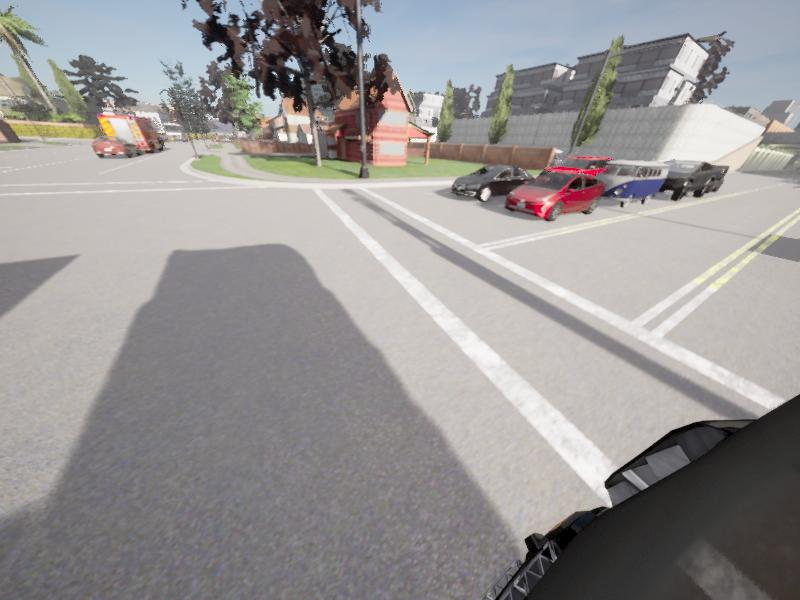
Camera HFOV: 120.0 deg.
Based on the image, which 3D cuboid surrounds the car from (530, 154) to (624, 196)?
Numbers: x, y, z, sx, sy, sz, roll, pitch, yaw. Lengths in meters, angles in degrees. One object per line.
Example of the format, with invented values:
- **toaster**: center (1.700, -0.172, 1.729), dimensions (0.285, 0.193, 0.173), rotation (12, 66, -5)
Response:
- **car**: center (11.607, -8.276, 15.199), dimensions (5.566, 2.045, 2.150), rotation (-16, 38, -25)

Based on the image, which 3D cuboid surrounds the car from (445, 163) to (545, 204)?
- **car**: center (4.952, -6.166, 12.056), dimensions (4.892, 1.490, 1.837), rotation (-16, 38, -26)

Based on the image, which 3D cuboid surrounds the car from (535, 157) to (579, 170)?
- **car**: center (24.894, -21.823, 36.853), dimensions (2.033, 1.411, 5.357), rotation (-16, 39, -26)

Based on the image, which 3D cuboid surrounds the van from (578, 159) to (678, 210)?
- **van**: center (11.805, -6.073, 12.010), dimensions (4.442, 1.987, 1.775), rotation (-16, 38, -26)

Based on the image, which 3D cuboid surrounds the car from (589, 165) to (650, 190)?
- **car**: center (17.386, -9.764, 18.358), dimensions (3.806, 1.475, 1.970), rotation (-17, 39, -26)

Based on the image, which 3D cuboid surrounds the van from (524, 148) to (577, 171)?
- **van**: center (22.250, -21.066, 34.507), dimensions (1.988, 2.561, 5.915), rotation (-16, 38, -26)

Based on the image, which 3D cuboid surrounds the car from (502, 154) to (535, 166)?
- **car**: center (21.334, -25.381, 41.746), dimensions (1.837, 1.490, 4.892), rotation (-16, 39, -26)

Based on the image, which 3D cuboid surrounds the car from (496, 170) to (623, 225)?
- **car**: center (6.490, -4.357, 9.470), dimensions (4.514, 1.525, 2.007), rotation (-16, 38, -26)

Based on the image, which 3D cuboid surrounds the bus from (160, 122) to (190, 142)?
- **bus**: center (-65.730, -49.273, 67.870), dimensions (3.944, 4.253, 10.273), rotation (-17, 39, -27)

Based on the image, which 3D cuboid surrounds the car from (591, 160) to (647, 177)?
- **car**: center (29.134, -17.665, 30.926), dimensions (2.128, 1.511, 4.902), rotation (-16, 38, -26)

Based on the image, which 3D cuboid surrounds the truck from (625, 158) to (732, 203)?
- **truck**: center (18.235, -7.909, 15.123), dimensions (6.274, 2.098, 2.390), rotation (-15, 38, -25)

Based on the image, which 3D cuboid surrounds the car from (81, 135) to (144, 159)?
- **car**: center (-26.133, -14.136, 21.320), dimensions (2.152, 1.651, 5.027), rotation (-17, 39, -27)

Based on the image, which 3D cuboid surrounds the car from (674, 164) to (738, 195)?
- **car**: center (24.496, -9.754, 18.524), dimensions (3.866, 1.878, 1.905), rotation (-17, 39, -27)

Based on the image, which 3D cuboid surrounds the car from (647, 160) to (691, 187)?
- **car**: center (26.198, -12.478, 22.684), dimensions (1.932, 1.855, 4.605), rotation (26, 42, 32)

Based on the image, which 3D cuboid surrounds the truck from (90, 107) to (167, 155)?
- **truck**: center (-30.536, -19.270, 26.606), dimensions (2.891, 3.827, 8.468), rotation (-17, 39, -27)

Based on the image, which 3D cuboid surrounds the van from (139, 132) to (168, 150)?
- **van**: center (-35.357, -22.895, 33.236), dimensions (1.775, 1.987, 4.442), rotation (-19, 40, -29)
